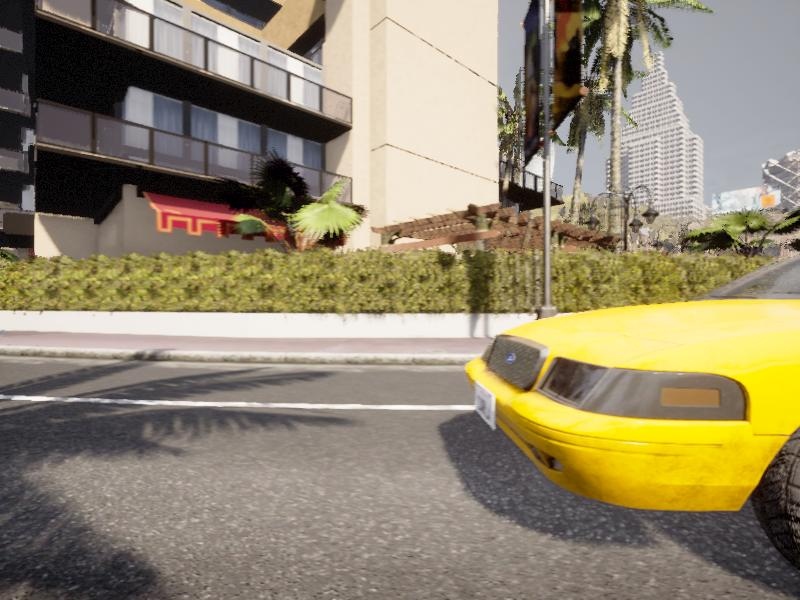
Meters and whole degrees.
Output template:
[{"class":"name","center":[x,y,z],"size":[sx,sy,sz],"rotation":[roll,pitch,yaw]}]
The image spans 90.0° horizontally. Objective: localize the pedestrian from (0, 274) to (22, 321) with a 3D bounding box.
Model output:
[{"class":"pedestrian","center":[-16.147,-0.107,16.370],"size":[0.751,1.860,0.751],"rotation":[0,0,23]}]

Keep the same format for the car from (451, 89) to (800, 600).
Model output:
[{"class":"car","center":[3.105,0.207,2.171],"size":[5.366,1.575,1.801],"rotation":[0,0,-3]}]
